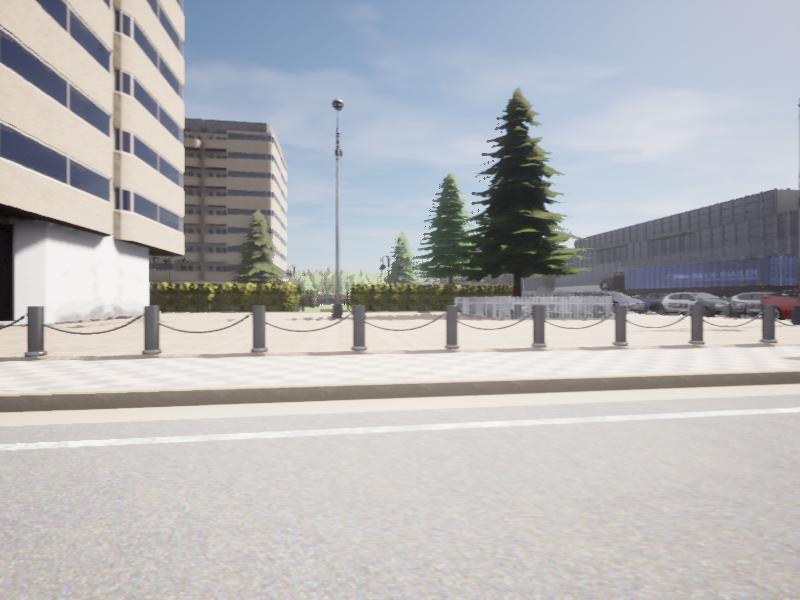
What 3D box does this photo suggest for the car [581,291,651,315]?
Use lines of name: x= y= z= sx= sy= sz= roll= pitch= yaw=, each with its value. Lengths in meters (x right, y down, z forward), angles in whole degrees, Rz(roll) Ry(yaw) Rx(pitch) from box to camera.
car: x=15.770 y=0.185 z=29.566 sx=2.033 sy=1.649 sz=4.856 roll=0 pitch=0 yaw=-9

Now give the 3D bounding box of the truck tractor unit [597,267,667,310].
truck tractor unit: x=24.420 y=-1.112 z=42.612 sx=3.053 sy=4.208 sz=6.516 roll=0 pitch=0 yaw=-9

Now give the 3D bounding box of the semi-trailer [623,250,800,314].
semi-trailer: x=25.612 y=-1.215 z=34.780 sx=2.717 sy=4.402 sz=14.254 roll=0 pitch=0 yaw=-9

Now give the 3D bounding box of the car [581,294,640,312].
car: x=18.437 y=0.244 z=35.360 sx=2.128 sy=1.511 sz=4.902 roll=0 pitch=0 yaw=-9

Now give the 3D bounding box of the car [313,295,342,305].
car: x=-14.218 y=-0.034 z=78.582 sx=5.566 sy=2.045 sz=2.150 roll=0 pitch=0 yaw=-9

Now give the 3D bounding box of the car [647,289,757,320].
car: x=16.803 y=0.233 z=22.686 sx=2.038 sy=1.542 sz=4.974 roll=0 pitch=0 yaw=-9

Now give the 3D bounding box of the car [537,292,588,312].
car: x=14.721 y=0.163 z=36.522 sx=2.242 sy=1.667 sz=4.611 roll=0 pitch=0 yaw=-9

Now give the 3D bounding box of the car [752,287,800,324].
car: x=17.669 y=0.236 z=16.511 sx=2.007 sy=1.525 sz=4.514 roll=0 pitch=0 yaw=-7

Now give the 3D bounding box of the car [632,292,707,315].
car: x=19.385 y=0.237 z=29.060 sx=2.007 sy=1.525 sz=4.514 roll=0 pitch=0 yaw=-9

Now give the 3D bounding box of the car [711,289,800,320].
car: x=20.423 y=0.235 z=22.154 sx=2.038 sy=1.542 sz=4.974 roll=0 pitch=0 yaw=-9
